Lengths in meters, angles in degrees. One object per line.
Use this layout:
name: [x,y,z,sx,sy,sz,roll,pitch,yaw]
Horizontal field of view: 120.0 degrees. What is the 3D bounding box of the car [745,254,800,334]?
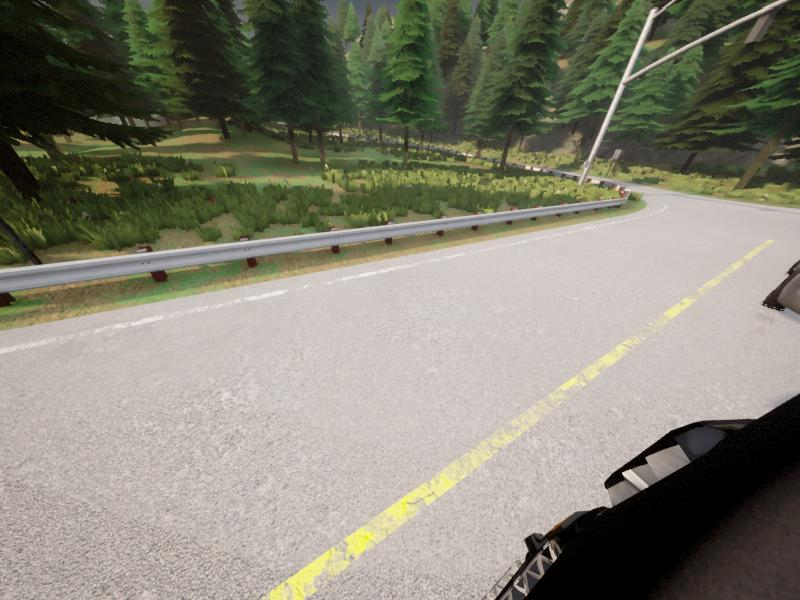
car: [8.609,-0.437,3.752,4.611,1.667,2.242,-16,38,-25]
